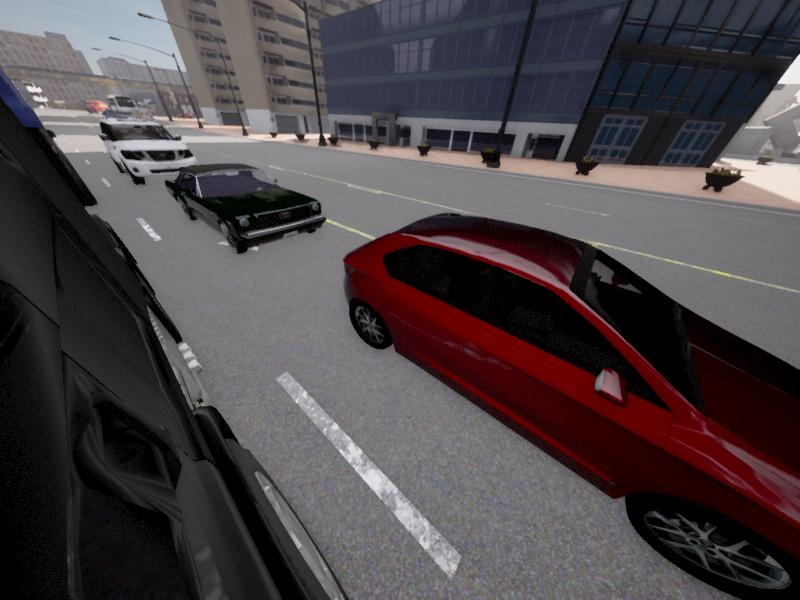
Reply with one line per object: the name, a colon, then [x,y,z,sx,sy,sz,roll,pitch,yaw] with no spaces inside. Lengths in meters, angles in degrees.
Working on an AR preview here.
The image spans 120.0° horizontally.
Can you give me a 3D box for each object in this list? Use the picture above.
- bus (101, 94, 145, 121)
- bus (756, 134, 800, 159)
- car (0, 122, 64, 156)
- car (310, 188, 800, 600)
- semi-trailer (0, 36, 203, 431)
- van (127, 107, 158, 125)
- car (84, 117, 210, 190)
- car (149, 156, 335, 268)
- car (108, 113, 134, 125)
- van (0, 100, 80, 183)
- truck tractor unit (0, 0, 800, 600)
bus: [-64.220,-44.679,53.574,10.273,4.253,3.944,29,44,29]
bus: [90.144,-34.246,51.872,3.944,4.253,10.273,-21,44,-29]
car: [-23.911,-10.375,14.786,4.902,1.511,2.128,28,44,30]
car: [1.278,0.187,2.241,4.193,1.474,1.816,28,44,30]
semi-trailer: [-8.756,-3.563,4.174,14.254,4.402,2.717,27,43,29]
van: [-52.252,-37.274,46.841,6.366,2.431,2.351,30,44,28]
car: [-10.855,-6.447,9.887,5.566,2.045,2.150,28,43,30]
car: [-3.915,-2.476,5.626,4.718,1.301,1.895,28,44,30]
car: [-53.628,-34.833,44.390,4.902,1.511,2.128,30,44,28]
van: [-16.569,-6.874,9.799,6.366,2.431,2.351,28,43,30]
truck tractor unit: [-2.645,-0.295,0.351,6.516,4.208,3.053,28,44,30]
